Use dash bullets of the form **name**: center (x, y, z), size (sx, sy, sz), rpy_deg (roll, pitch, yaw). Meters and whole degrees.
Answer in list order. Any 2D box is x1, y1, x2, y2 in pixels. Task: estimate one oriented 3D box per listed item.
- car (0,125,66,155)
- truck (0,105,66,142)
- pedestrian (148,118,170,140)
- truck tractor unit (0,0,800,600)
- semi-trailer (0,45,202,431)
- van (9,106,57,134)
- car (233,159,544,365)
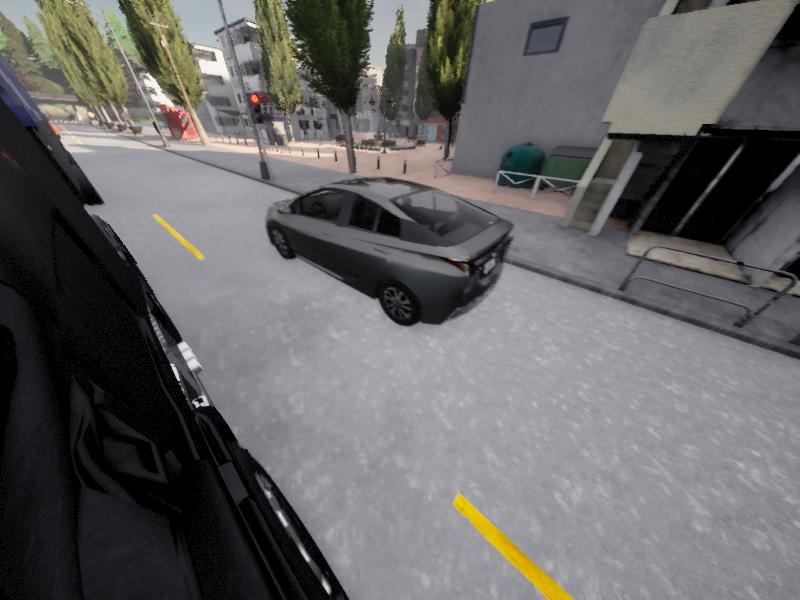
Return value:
- **car**: center (-24.586, -10.804, 15.488), size (4.181, 1.385, 1.994), rpy_deg (28, 44, 30)
- **truck**: center (-34.502, -16.546, 21.654), size (5.204, 2.467, 2.627), rpy_deg (28, 44, 30)
- **pedestrian**: center (-25.514, -18.099, 24.499), size (0.751, 1.860, 0.751), rpy_deg (23, 42, 25)
- **truck tractor unit**: center (-2.645, -0.295, 0.351), size (6.516, 4.208, 3.053), rpy_deg (28, 44, 30)
- **semi-trailer**: center (-8.702, -3.591, 4.240), size (14.254, 4.402, 2.717), rpy_deg (28, 44, 30)
- **van**: center (-44.928, -22.128, 28.442), size (5.915, 2.561, 1.988), rpy_deg (28, 44, 30)
- **car**: center (-0.528, -1.224, 3.948), size (4.514, 1.525, 2.007), rpy_deg (28, 44, 30)
